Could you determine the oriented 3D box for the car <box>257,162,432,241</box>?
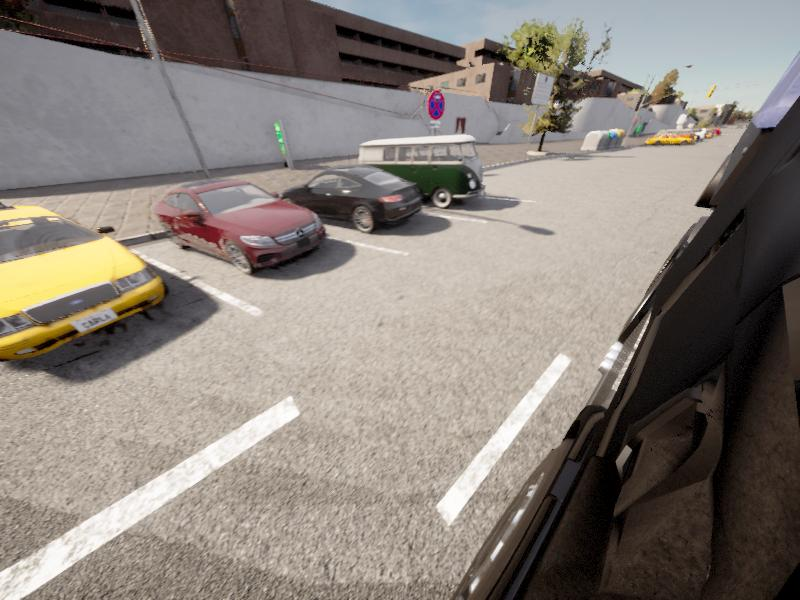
[{"bbox_3d":[-1.630,-3.142,6.847,4.674,1.452,2.002,17,41,26],"label":"car"}]

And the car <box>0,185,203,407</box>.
[{"bbox_3d":[-6.035,-0.727,3.772,5.366,1.575,1.946,17,40,26],"label":"car"}]

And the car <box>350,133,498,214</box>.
[{"bbox_3d":[0.742,-4.534,8.137,4.442,1.987,1.878,17,40,26],"label":"car"}]

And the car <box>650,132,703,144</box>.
[{"bbox_3d":[47.449,-27.944,39.868,5.366,1.575,1.946,17,39,25],"label":"car"}]

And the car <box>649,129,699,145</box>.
[{"bbox_3d":[43.133,-25.753,36.552,4.442,1.987,1.878,17,39,25],"label":"car"}]

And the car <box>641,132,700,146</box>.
[{"bbox_3d":[40.910,-24.405,35.119,5.366,1.575,1.946,17,39,25],"label":"car"}]

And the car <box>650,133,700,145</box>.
[{"bbox_3d":[45.298,-26.727,38.287,4.792,1.488,2.163,17,39,25],"label":"car"}]

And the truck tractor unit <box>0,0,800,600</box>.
[{"bbox_3d":[2.645,-0.295,0.351,6.516,4.208,3.053,-28,44,-30],"label":"truck tractor unit"}]

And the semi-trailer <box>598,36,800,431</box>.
[{"bbox_3d":[8.700,-3.575,4.271,14.254,4.402,2.717,-28,43,-30],"label":"semi-trailer"}]

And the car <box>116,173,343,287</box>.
[{"bbox_3d":[-3.913,-1.944,5.366,4.674,1.452,2.002,17,40,26],"label":"car"}]
